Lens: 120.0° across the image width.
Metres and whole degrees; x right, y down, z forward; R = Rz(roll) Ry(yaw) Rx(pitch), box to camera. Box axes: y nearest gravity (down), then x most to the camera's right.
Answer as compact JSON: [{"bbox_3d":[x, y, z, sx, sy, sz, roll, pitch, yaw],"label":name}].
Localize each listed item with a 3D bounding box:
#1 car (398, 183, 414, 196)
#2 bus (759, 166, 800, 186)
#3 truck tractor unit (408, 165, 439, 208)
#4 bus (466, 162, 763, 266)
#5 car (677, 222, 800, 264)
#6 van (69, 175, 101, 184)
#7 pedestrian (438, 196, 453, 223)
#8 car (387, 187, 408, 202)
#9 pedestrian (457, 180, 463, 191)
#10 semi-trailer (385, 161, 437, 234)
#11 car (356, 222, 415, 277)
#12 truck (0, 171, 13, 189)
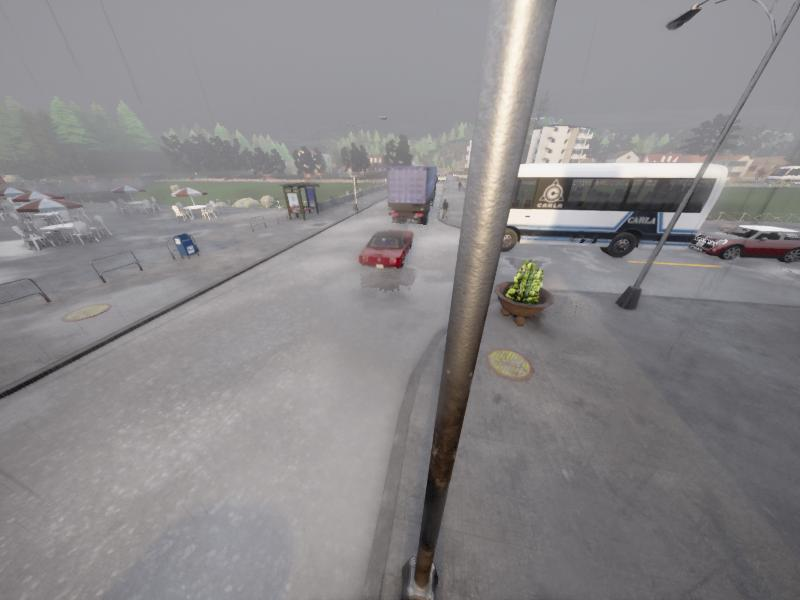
[{"bbox_3d":[1.083,-18.878,39.384,2.007,1.525,4.514,5,30,9],"label":"car"},{"bbox_3d":[98.194,-30.426,56.651,10.273,4.253,3.944,5,30,9],"label":"bus"},{"bbox_3d":[3.023,-14.024,28.271,3.053,4.208,6.516,5,31,9],"label":"truck tractor unit"},{"bbox_3d":[9.322,-4.873,12.401,10.273,4.253,3.944,5,30,8],"label":"bus"},{"bbox_3d":[17.843,-3.017,11.961,3.806,1.475,1.970,5,30,8],"label":"car"},{"bbox_3d":[-85.896,-32.790,63.018,1.775,1.987,4.442,5,30,9],"label":"van"},{"bbox_3d":[3.708,-7.439,18.983,0.751,1.860,0.751,-19,35,-29],"label":"pedestrian"},{"bbox_3d":[-0.263,-14.968,32.743,2.033,1.411,5.357,5,30,9],"label":"car"},{"bbox_3d":[11.086,-21.254,42.909,0.751,1.860,0.751,5,30,9],"label":"pedestrian"},{"bbox_3d":[1.652,-10.208,21.472,2.717,4.402,14.254,5,30,9],"label":"semi-trailer"},{"bbox_3d":[-0.484,-2.800,11.767,1.895,1.301,4.718,5,30,9],"label":"car"},{"bbox_3d":[-85.333,-23.623,45.295,2.891,3.827,8.468,5,30,9],"label":"truck"}]
